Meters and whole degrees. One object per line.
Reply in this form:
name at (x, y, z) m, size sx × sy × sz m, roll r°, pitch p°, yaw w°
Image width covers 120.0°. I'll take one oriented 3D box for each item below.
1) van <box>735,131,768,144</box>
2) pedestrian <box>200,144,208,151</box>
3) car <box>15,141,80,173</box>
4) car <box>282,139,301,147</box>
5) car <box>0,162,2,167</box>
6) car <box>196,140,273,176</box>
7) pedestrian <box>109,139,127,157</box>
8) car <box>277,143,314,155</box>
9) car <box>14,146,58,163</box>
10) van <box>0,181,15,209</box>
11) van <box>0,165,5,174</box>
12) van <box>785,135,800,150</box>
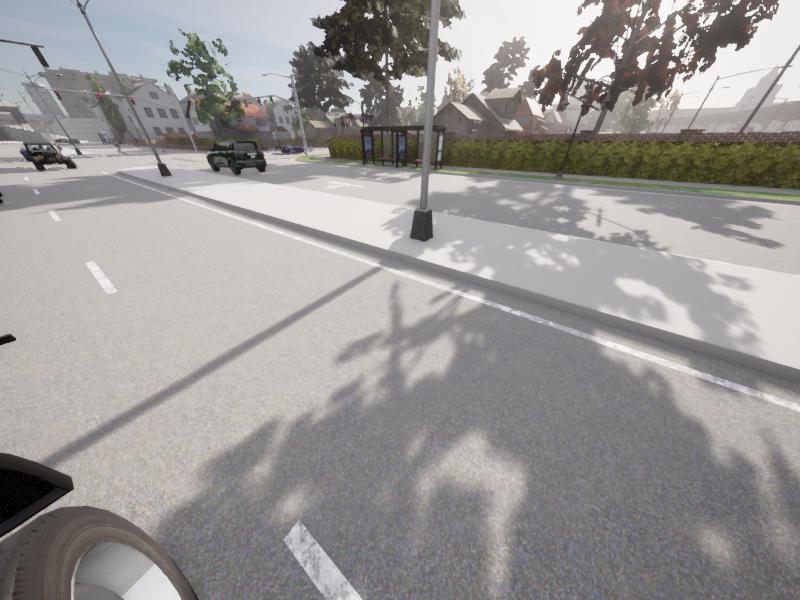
van at (87.806, -40.662, 57.838) m, size 2.351 × 2.431 × 6.366 m, roll 22°, pitch 42°, yaw 28°
pedestrian at (-33.143, -25.837, 39.120) m, size 0.500 × 1.100 × 0.500 m, roll 21°, pitch 40°, yaw 26°
car at (-27.346, -11.166, 17.936) m, size 3.866 × 1.878 × 1.905 m, roll 22°, pitch 41°, yaw 28°
car at (-25.690, -37.242, 54.733) m, size 3.806 × 1.475 × 1.970 m, roll 22°, pitch 41°, yaw 28°
car at (-37.890, -12.983, 20.442) m, size 4.605 × 1.855 × 1.932 m, roll 23°, pitch 41°, yaw 27°
car at (-12.444, -10.811, 17.400) m, size 5.566 × 2.045 × 2.150 m, roll 22°, pitch 41°, yaw 28°
pedestrian at (-36.661, -19.754, 30.048) m, size 0.751 × 1.860 × 0.751 m, roll 27°, pitch 43°, yaw 33°
car at (-16.474, -24.026, 36.625) m, size 2.163 × 1.488 × 4.792 m, roll 23°, pitch 41°, yaw 28°
car at (-38.611, -15.490, 24.513) m, size 4.718 × 1.301 × 1.895 m, roll 22°, pitch 41°, yaw 28°
van at (-17.199, -4.650, 8.626) m, size 4.480 × 2.038 × 2.069 m, roll 22°, pitch 41°, yaw 28°
van at (-30.943, -10.227, 16.452) m, size 4.480 × 2.038 × 2.069 m, roll 22°, pitch 40°, yaw 28°
van at (73.839, -28.681, 42.017) m, size 2.069 × 2.038 × 4.480 m, roll 22°, pitch 42°, yaw 28°
